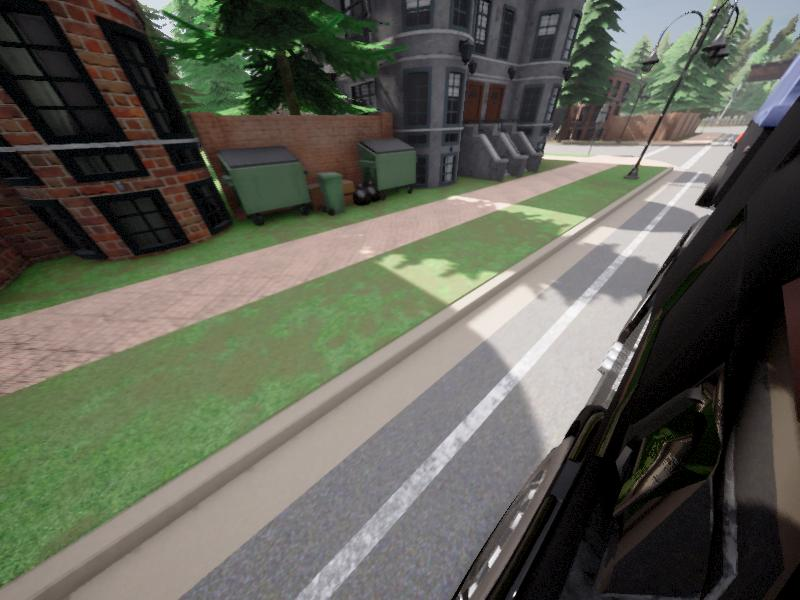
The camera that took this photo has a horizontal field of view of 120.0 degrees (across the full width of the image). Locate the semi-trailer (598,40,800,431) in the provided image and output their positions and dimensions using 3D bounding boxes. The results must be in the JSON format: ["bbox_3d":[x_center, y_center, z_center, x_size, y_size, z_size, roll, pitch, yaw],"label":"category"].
[{"bbox_3d":[8.701,-3.578,4.262,14.254,4.402,2.717,-28,44,-30],"label":"semi-trailer"}]

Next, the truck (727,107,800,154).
[{"bbox_3d":[26.668,-12.216,16.595,5.204,2.467,2.627,-28,44,-30],"label":"truck"}]

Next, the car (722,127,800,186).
[{"bbox_3d":[16.173,-6.361,9.953,5.238,1.638,1.930,-28,44,-30],"label":"car"}]

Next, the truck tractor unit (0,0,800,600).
[{"bbox_3d":[2.645,-0.295,0.351,6.516,4.208,3.053,-28,44,-30],"label":"truck tractor unit"}]
